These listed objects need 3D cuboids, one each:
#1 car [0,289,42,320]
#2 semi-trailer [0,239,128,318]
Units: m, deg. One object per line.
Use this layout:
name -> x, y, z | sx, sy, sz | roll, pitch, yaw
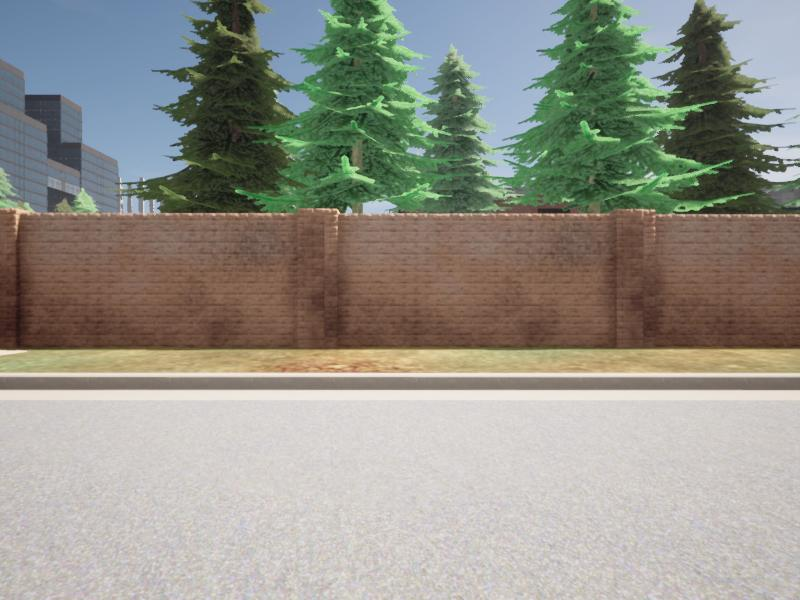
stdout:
car -> -20.329, 0.227, 19.843 | 1.845, 1.501, 3.633 | 0, 0, 0
semi-trailer -> -23.851, -1.218, 26.004 | 2.717, 4.402, 14.254 | 0, 0, 0
